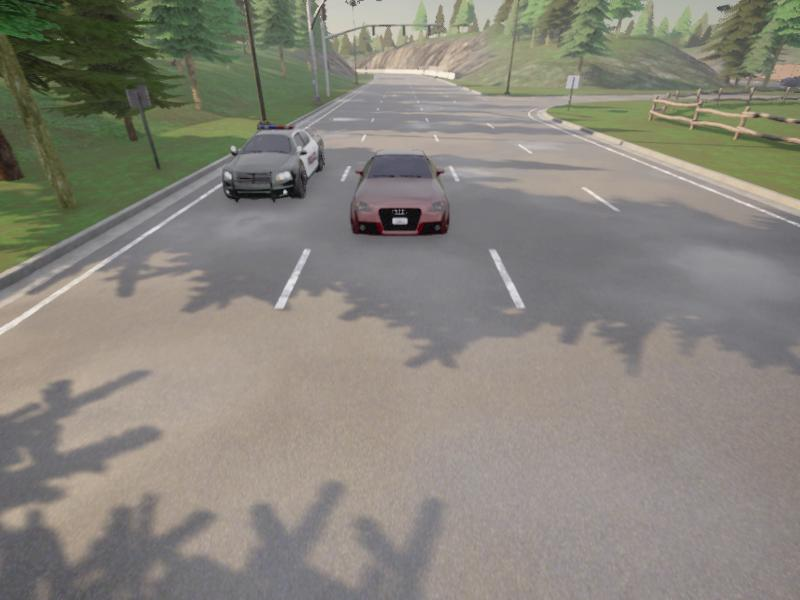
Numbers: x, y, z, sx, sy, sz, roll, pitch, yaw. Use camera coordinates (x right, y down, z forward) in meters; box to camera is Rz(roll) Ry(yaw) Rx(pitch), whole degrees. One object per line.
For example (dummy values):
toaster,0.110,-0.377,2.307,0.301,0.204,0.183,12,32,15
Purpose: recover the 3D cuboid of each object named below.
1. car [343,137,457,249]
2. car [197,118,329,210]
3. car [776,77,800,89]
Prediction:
car,0.000,-2.645,9.132,1.994,1.385,4.181,0,30,0
car,-3.501,-4.097,11.448,2.038,1.542,4.974,0,30,0
car,60.757,-33.026,60.909,2.033,1.411,5.357,0,30,0
